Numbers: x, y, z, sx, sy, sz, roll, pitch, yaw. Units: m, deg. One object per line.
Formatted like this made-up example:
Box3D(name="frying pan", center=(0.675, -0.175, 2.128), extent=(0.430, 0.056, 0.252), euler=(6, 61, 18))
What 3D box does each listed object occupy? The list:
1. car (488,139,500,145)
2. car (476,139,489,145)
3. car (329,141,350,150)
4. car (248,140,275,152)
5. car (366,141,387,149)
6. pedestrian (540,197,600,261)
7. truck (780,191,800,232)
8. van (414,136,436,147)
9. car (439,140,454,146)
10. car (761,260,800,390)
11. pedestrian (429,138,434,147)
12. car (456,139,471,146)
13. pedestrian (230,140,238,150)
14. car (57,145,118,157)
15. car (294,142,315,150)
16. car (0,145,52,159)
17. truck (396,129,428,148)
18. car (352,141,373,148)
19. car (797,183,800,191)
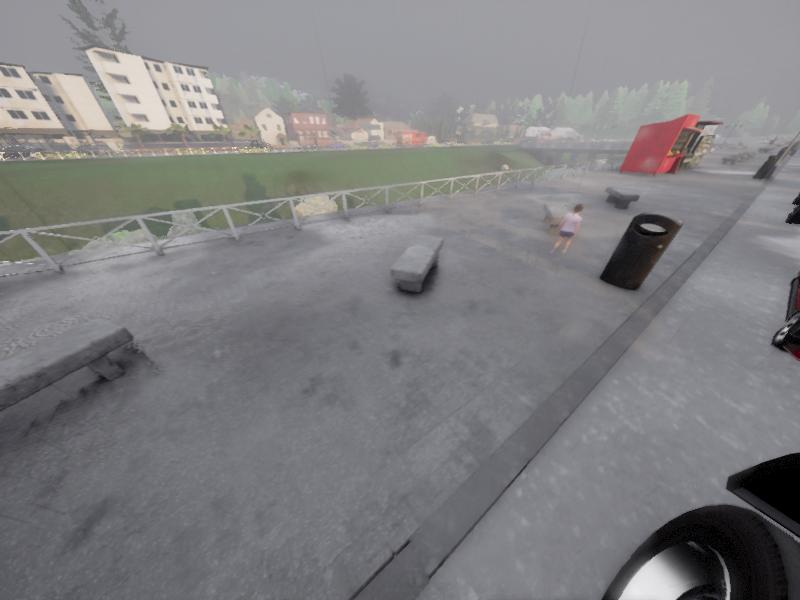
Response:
Box3D(name="car", center=(31.637, -53.343, 77.917), extent=(3.633, 1.501, 1.845), euler=(-22, 41, -28))
Box3D(name="car", center=(28.606, -54.855, 80.238), extent=(3.806, 1.475, 1.970), euler=(-22, 41, -28))
Box3D(name="car", center=(-13.736, -35.095, 52.480), extent=(4.193, 1.474, 1.816), euler=(-22, 41, -28))
Box3D(name="car", center=(-26.907, -29.975, 44.966), extent=(3.866, 1.878, 1.905), euler=(-22, 41, -28))
Box3D(name="car", center=(-5.760, -38.295, 56.955), extent=(4.792, 1.488, 2.163), euler=(-22, 41, -28))
Box3D(name="pedestrian", center=(3.464, -1.462, 4.774), extent=(0.500, 1.100, 0.500), euler=(-22, 41, -27))
Box3D(name="truck", center=(14.460, -3.427, 6.830), extent=(6.274, 2.098, 2.390), euler=(-22, 40, -27))
Box3D(name="van", center=(7.408, -46.776, 68.043), extent=(6.366, 2.431, 2.351), euler=(-22, 41, -28))
Box3D(name="car", center=(14.532, -49.171, 72.363), extent=(4.718, 1.301, 1.895), euler=(-22, 41, -28))
Box3D(name="car", center=(6.469, 0.078, 2.558), extent=(4.181, 1.385, 1.994), euler=(-22, 40, -27))
Box3D(name="pedestrian", center=(8.033, -40.434, 59.326), extent=(0.751, 1.860, 0.751), euler=(-22, 41, -28))
Box3D(name="car", center=(19.514, -48.459, 71.122), extent=(3.988, 1.617, 1.851), euler=(-22, 41, -28))
Box3D(name="pedestrian", center=(-35.334, -32.967, 49.077), extent=(0.751, 1.860, 0.751), euler=(-22, 41, -28))
Box3D(name="car", center=(-49.180, -23.632, 36.580), extent=(5.357, 1.411, 2.033), euler=(-22, 41, -27))
Box3D(name="car", center=(-21.569, -34.715, 52.078), extent=(3.806, 1.475, 1.970), euler=(-22, 41, -28))
Box3D(name="car", center=(-54.882, -21.301, 33.233), extent=(4.892, 1.490, 1.837), euler=(-21, 40, -27))
Box3D(name="truck", center=(3.237, -42.866, 61.323), extent=(8.468, 3.827, 2.891), euler=(-22, 41, -28))
Box3D(name="car", center=(-9.576, -39.575, 58.777), extent=(4.892, 1.490, 1.837), euler=(-22, 41, -28))
Box3D(name="car", center=(22.218, -6.305, 11.359), extent=(4.902, 1.511, 2.128), euler=(-22, 40, -27))
